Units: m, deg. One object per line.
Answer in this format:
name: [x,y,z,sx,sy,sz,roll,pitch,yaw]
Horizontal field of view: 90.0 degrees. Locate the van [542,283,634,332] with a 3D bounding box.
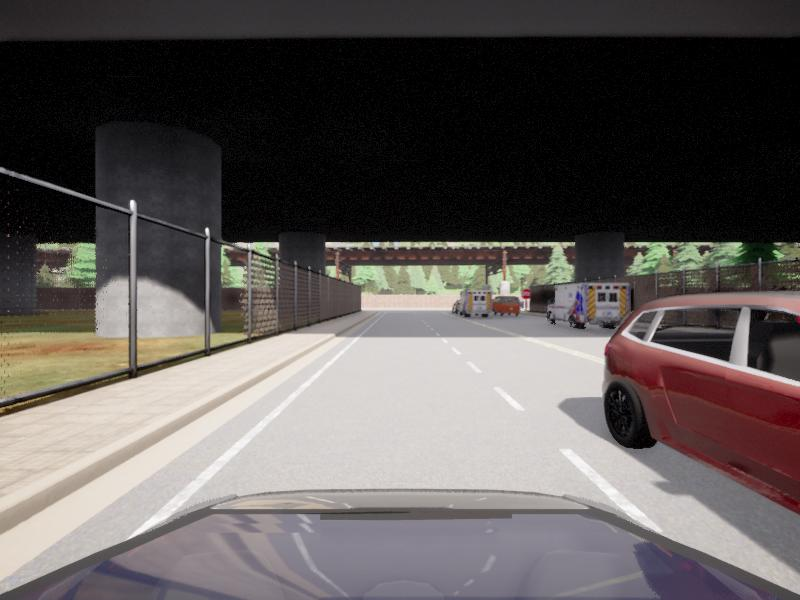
van: [10.492,0.368,23.117,2.351,2.431,6.366,0,0,0]

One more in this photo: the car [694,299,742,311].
car: [45.174,0.746,56.897,5.238,1.638,1.930,0,0,1]

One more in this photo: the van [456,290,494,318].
van: [6.985,0.361,38.043,2.351,2.431,6.366,0,0,0]

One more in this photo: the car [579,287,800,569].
car: [3.476,0.756,2.919,2.242,1.667,4.611,0,0,0]

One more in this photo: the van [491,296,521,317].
van: [10.482,0.581,39.849,1.775,1.987,4.442,0,0,0]
